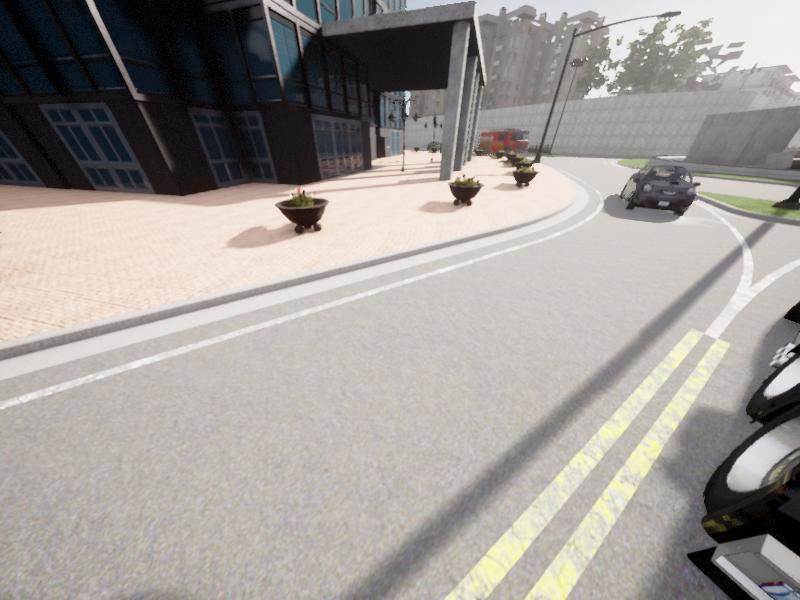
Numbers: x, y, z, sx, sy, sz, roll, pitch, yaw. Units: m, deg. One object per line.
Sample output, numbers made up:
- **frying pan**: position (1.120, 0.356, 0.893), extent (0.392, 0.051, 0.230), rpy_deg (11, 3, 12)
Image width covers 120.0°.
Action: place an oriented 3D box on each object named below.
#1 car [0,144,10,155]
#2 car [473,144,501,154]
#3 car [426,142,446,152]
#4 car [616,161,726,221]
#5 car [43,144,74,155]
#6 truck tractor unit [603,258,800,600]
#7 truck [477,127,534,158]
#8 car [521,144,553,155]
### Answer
- **car**: position (-84.219, -30.898, 47.471), extent (2.242, 1.667, 4.611), rpy_deg (-19, 40, -26)
- **car**: position (17.125, -29.964, 45.794), extent (1.801, 1.575, 5.366), rpy_deg (-16, 38, -22)
- **car**: position (8.155, -35.084, 52.810), extent (1.932, 1.855, 4.605), rpy_deg (-19, 39, -25)
- **car**: position (10.351, -4.521, 9.244), extent (1.845, 1.501, 3.633), rpy_deg (21, 40, 27)
- **car**: position (-73.822, -32.708, 50.039), extent (2.097, 1.767, 4.553), rpy_deg (-19, 41, -26)
- **truck tractor unit**: position (5.098, -0.315, 0.789), extent (6.516, 4.208, 3.053), rpy_deg (-19, 39, -24)
- **truck**: position (17.084, -26.249, 38.496), extent (2.891, 3.827, 8.468), rpy_deg (-14, 37, -20)
- **car**: position (26.770, -29.672, 45.380), extent (2.242, 1.667, 4.611), rpy_deg (-25, 42, -31)
